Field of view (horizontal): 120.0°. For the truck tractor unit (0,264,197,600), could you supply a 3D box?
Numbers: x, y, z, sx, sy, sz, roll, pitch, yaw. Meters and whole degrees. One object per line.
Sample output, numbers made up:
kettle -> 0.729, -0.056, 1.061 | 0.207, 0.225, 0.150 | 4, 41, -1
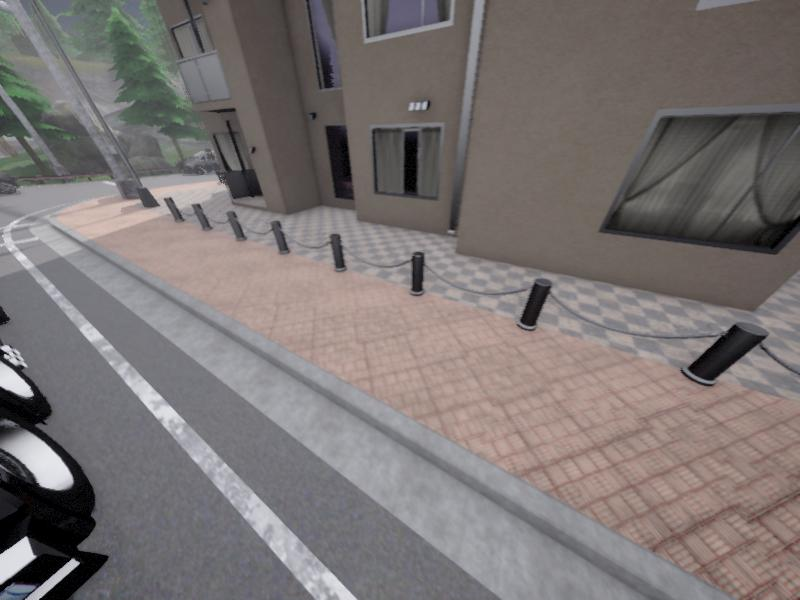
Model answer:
truck tractor unit -> -5.113, -0.299, 0.780 | 6.516, 4.208, 3.053 | 18, 39, 24

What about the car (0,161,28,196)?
car -> -21.593, -5.667, 10.983 | 1.845, 1.501, 3.633 | 17, 38, 23
